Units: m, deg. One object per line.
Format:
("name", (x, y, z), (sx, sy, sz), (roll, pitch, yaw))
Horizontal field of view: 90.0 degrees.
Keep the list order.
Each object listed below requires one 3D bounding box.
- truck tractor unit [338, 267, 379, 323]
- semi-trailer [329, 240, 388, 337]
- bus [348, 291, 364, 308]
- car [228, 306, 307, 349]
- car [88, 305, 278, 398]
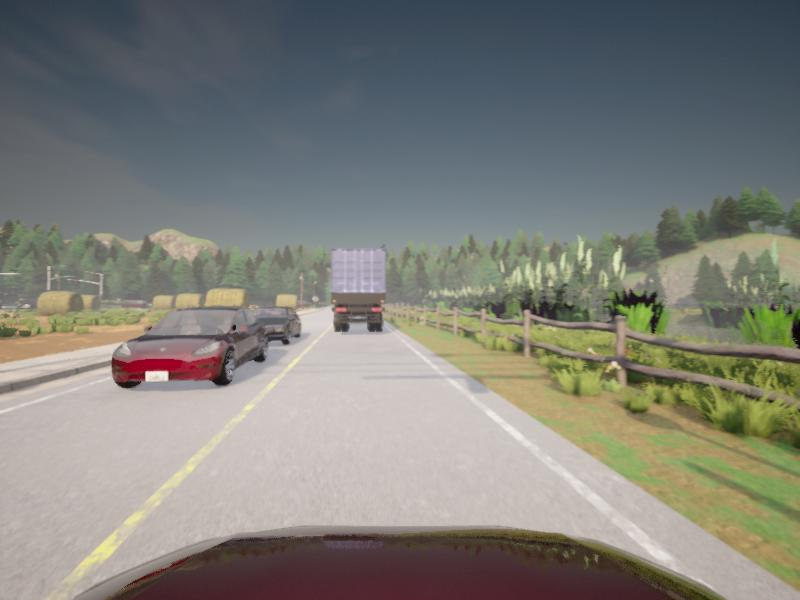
("truck tractor unit", (-3.494, -0.377, 33.322), (3.053, 4.208, 6.516), (0, 0, -6))
("semi-trailer", (-2.653, -0.508, 25.448), (2.717, 4.402, 14.254), (0, 0, -6))
("bus", (-11.288, -0.077, 103.156), (3.944, 4.253, 10.273), (0, 0, -6))
("car", (-5.174, 0.970, 16.467), (2.033, 1.411, 5.357), (0, 0, -6))
("car", (-4.369, 0.894, 9.139), (2.163, 1.488, 4.792), (0, 0, -6))
